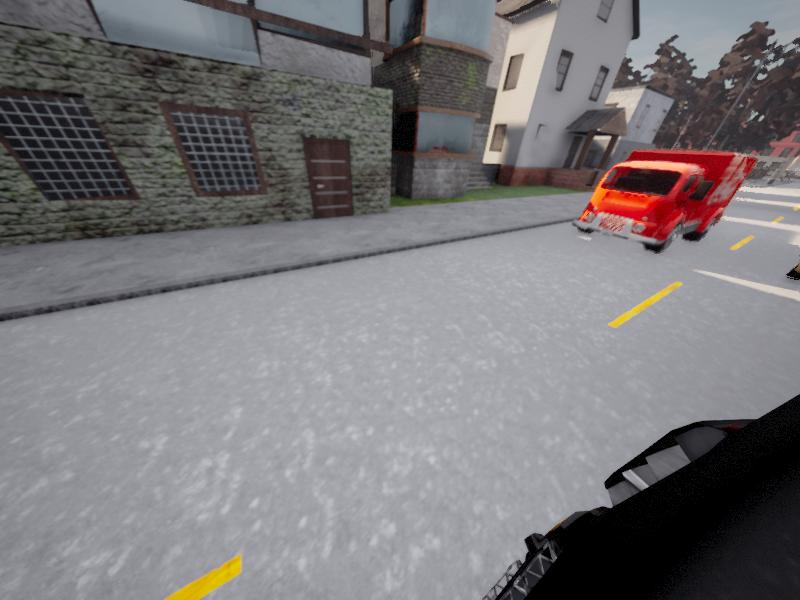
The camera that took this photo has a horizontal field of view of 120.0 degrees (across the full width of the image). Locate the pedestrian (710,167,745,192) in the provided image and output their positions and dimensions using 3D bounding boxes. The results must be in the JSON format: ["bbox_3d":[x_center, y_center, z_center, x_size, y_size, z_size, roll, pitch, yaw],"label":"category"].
[{"bbox_3d":[29.033,-10.653,20.498,0.751,1.860,0.751,-4,34,-11],"label":"pedestrian"}]

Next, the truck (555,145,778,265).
[{"bbox_3d":[8.143,-3.209,7.250,5.204,2.467,2.627,-16,38,-26],"label":"truck"}]

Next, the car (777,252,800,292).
[{"bbox_3d":[11.100,-1.107,5.167,5.008,1.535,1.882,-16,38,-26],"label":"car"}]

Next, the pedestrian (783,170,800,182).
[{"bbox_3d":[74.620,-23.656,44.044,0.751,1.860,0.751,-20,40,-30],"label":"pedestrian"}]

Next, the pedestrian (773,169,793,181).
[{"bbox_3d":[69.286,-22.566,41.792,0.751,1.860,0.751,7,34,6],"label":"pedestrian"}]

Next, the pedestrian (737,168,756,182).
[{"bbox_3d":[52.099,-18.824,34.735,0.751,1.860,0.751,-17,38,-27],"label":"pedestrian"}]

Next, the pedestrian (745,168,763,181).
[{"bbox_3d":[57.019,-20.211,37.231,0.751,1.860,0.751,-16,38,-26],"label":"pedestrian"}]
